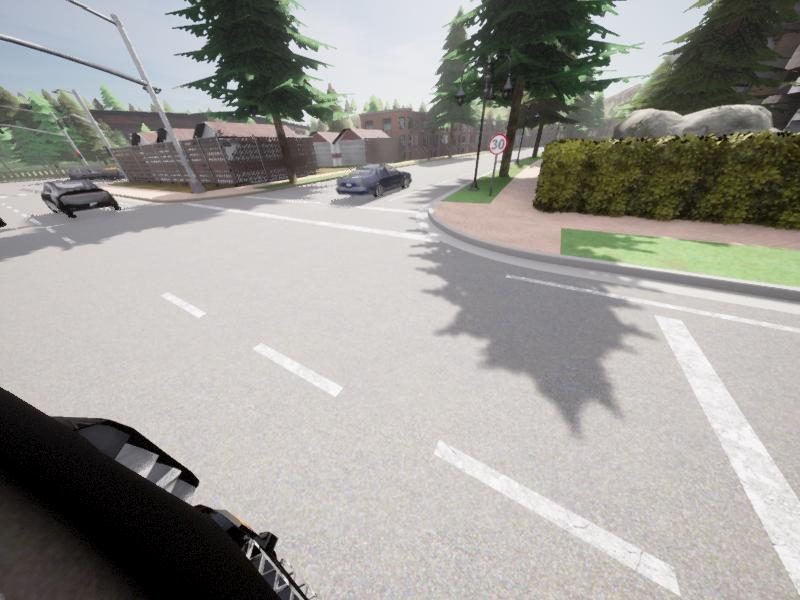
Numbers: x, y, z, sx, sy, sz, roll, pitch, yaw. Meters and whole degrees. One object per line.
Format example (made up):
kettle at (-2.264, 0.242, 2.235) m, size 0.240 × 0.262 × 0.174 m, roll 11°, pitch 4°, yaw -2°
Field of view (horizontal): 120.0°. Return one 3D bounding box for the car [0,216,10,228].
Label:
car at (-19.532, -3.993, 9.838) m, size 4.553 × 1.767 × 2.097 m, roll 16°, pitch 38°, yaw 26°

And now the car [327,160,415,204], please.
car at (-1.230, -6.647, 12.701) m, size 2.033 × 1.411 × 5.357 m, roll 14°, pitch 37°, yaw 24°

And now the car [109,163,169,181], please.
car at (-35.581, -17.620, 31.723) m, size 2.033 × 1.649 × 4.856 m, roll 15°, pitch 37°, yaw 25°

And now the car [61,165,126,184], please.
car at (-40.355, -16.639, 30.582) m, size 2.242 × 1.667 × 4.611 m, roll 15°, pitch 38°, yaw 25°

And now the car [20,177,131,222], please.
car at (-16.520, -5.272, 11.787) m, size 4.902 × 1.511 × 2.128 m, roll 16°, pitch 38°, yaw 26°

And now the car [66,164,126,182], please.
car at (-42.933, -18.039, 32.771) m, size 2.097 × 1.767 × 4.553 m, roll 15°, pitch 37°, yaw 24°
